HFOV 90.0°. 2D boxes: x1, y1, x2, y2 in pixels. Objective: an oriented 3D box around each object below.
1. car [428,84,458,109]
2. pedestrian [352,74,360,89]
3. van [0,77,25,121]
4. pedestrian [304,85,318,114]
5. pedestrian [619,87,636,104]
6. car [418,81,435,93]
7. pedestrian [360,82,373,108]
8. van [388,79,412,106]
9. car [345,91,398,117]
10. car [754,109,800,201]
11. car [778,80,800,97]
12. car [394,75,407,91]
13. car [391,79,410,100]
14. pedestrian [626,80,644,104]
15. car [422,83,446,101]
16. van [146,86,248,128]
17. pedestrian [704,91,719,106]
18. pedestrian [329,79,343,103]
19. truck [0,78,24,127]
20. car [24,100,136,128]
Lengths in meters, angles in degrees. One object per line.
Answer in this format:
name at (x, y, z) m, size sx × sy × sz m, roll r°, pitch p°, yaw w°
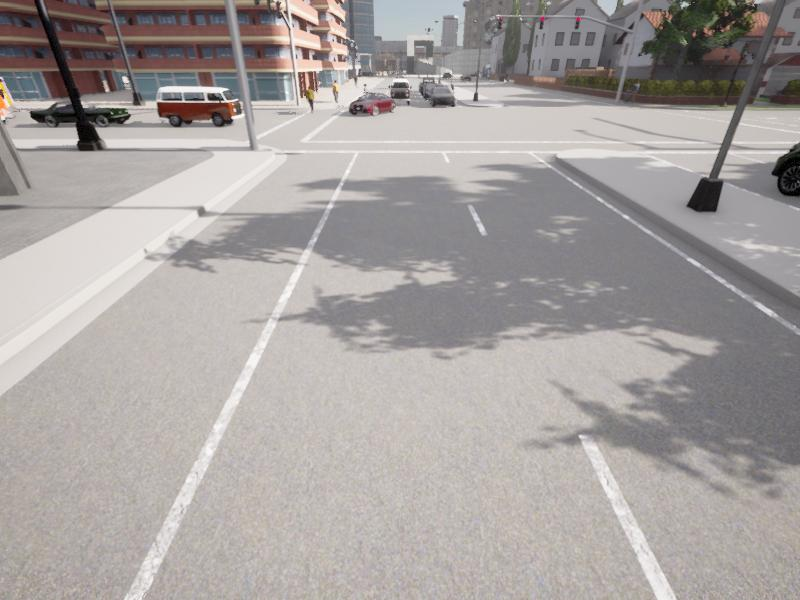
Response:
car at (3.610, -17.617, 34.558) m, size 1.930 × 1.638 × 5.238 m, roll -1°, pitch 30°, yaw -1°
pedestrian at (-6.382, -31.567, 57.879) m, size 0.751 × 1.860 × 0.751 m, roll 7°, pitch 31°, yaw 11°
van at (-29.049, -13.054, 25.967) m, size 6.366 × 2.431 × 2.351 m, roll -1°, pitch 30°, yaw -1°
pedestrian at (-6.500, -14.697, 29.289) m, size 0.751 × 1.860 × 0.751 m, roll -5°, pitch 31°, yaw -8°
pedestrian at (20.318, -18.300, 35.729) m, size 0.751 × 1.300 × 0.751 m, roll -20°, pitch 36°, yaw -30°
car at (3.529, -28.772, 54.004) m, size 1.895 × 1.301 × 4.718 m, roll 0°, pitch 30°, yaw 0°
pedestrian at (-2.823, -17.314, 33.775) m, size 0.751 × 1.860 × 0.751 m, roll 16°, pitch 34°, yaw 26°
van at (0.021, -19.053, 36.622) m, size 2.069 × 2.038 × 4.480 m, roll 0°, pitch 30°, yaw 0°
car at (-1.982, -14.371, 29.270) m, size 1.994 × 1.385 × 4.181 m, roll 15°, pitch 33°, yaw 24°
car at (11.509, -2.848, 8.865) m, size 2.150 × 2.045 × 5.566 m, roll 0°, pitch 30°, yaw 0°
car at (41.447, -21.572, 40.817) m, size 1.970 × 1.475 × 3.806 m, roll 0°, pitch 30°, yaw 0°
car at (0.037, -32.548, 59.887) m, size 1.932 × 1.855 × 4.605 m, roll 0°, pitch 31°, yaw 0°
car at (0.027, -22.661, 42.962) m, size 1.932 × 1.855 × 4.605 m, roll 0°, pitch 30°, yaw 0°
pedestrian at (20.673, -18.292, 35.160) m, size 0.751 × 1.860 × 0.751 m, roll 5°, pitch 31°, yaw 9°
car at (3.524, -22.322, 42.775) m, size 2.163 × 1.488 × 4.792 m, roll 0°, pitch 30°, yaw 0°
van at (-11.601, -11.238, 23.239) m, size 4.480 × 2.038 × 2.069 m, roll -1°, pitch 30°, yaw -1°
pedestrian at (26.272, -17.038, 33.769) m, size 0.500 × 1.100 × 0.500 m, roll -1°, pitch 30°, yaw -2°
pedestrian at (-5.749, -18.780, 35.983) m, size 0.751 × 1.860 × 0.751 m, roll 26°, pitch 39°, yaw 37°
truck at (-25.830, -11.333, 22.976) m, size 5.204 × 2.467 × 2.627 m, roll 0°, pitch 30°, yaw -1°
car at (-18.526, -10.884, 23.371) m, size 4.718 × 1.301 × 1.895 m, roll 0°, pitch 30°, yaw -1°
